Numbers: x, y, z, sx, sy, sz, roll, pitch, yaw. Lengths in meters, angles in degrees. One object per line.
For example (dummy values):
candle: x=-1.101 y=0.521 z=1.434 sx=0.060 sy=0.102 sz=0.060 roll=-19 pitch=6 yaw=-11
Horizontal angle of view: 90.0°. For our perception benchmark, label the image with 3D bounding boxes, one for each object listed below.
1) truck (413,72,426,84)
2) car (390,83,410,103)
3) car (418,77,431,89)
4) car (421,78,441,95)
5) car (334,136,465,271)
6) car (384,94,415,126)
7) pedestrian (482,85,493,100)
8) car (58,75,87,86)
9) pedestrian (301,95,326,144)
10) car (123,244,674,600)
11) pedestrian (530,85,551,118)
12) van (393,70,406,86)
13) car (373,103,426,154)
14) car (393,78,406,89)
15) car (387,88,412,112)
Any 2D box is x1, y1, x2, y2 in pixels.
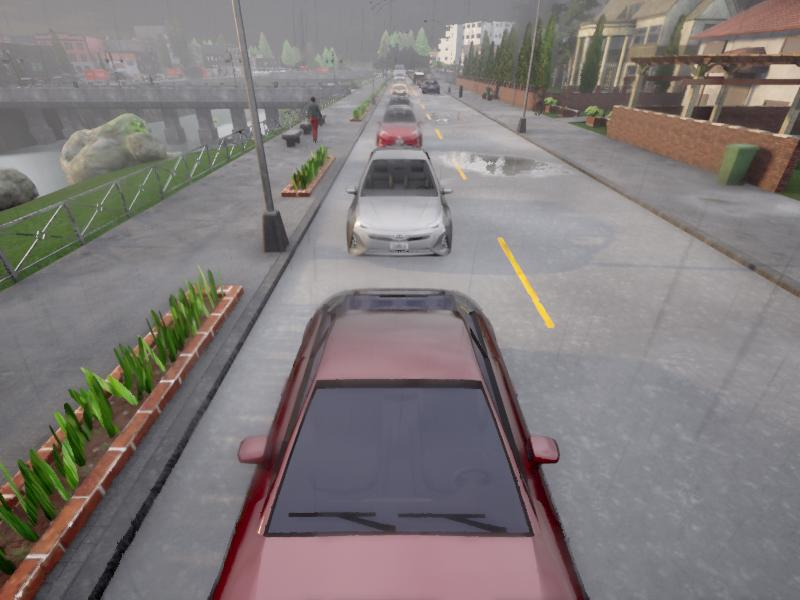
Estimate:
truck: x=3.936 y=-45.457 z=81.809 sx=2.390 sy=2.098 sz=6.274 roll=0 pitch=30 yaw=0
car: x=-0.035 y=-20.855 z=40.224 sx=1.882 sy=1.535 sz=5.008 roll=0 pitch=30 yaw=0
car: x=3.950 y=-34.917 z=64.282 sx=1.851 sy=1.617 sz=3.988 roll=0 pitch=30 yaw=0
car: x=3.955 y=-27.660 z=51.750 sx=2.242 sy=1.667 sz=4.611 roll=0 pitch=30 yaw=0
car: x=-0.012 y=-2.292 z=8.435 sx=2.007 sy=1.525 sz=4.514 roll=0 pitch=30 yaw=0
car: x=-0.023 y=-12.064 z=25.227 sx=1.816 sy=1.474 sz=4.193 roll=0 pitch=30 yaw=0
pedestrian: x=8.916 y=-21.220 z=40.833 sx=0.751 sy=1.300 sz=0.751 roll=-11 pitch=32 yaw=-18
car: x=-61.748 y=-41.459 z=75.513 sx=1.851 sy=1.617 sz=3.988 roll=0 pitch=30 yaw=0
pedestrian: x=-3.700 y=-7.756 z=17.208 sx=0.751 sy=1.860 sz=0.751 roll=0 pitch=30 yaw=0
car: x=-0.007 y=1.030 z=2.931 sx=1.994 sy=1.385 sz=4.181 roll=0 pitch=30 yaw=0
pedestrian: x=9.150 y=-12.946 z=26.103 sx=0.751 sy=1.860 sz=0.751 roll=0 pitch=30 yaw=-1
van: x=-0.062 y=-41.983 z=75.526 sx=2.351 sy=2.431 sz=6.366 roll=0 pitch=30 yaw=0
car: x=-0.019 y=-7.636 z=17.591 sx=2.007 sy=1.525 sz=4.514 roll=0 pitch=30 yaw=0
car: x=-0.052 y=-35.077 z=64.734 sx=1.994 sy=1.385 sz=4.181 roll=0 pitch=30 yaw=0
car: x=-0.030 y=-16.109 z=32.100 sx=1.845 sy=1.501 sz=3.633 roll=0 pitch=30 yaw=0
